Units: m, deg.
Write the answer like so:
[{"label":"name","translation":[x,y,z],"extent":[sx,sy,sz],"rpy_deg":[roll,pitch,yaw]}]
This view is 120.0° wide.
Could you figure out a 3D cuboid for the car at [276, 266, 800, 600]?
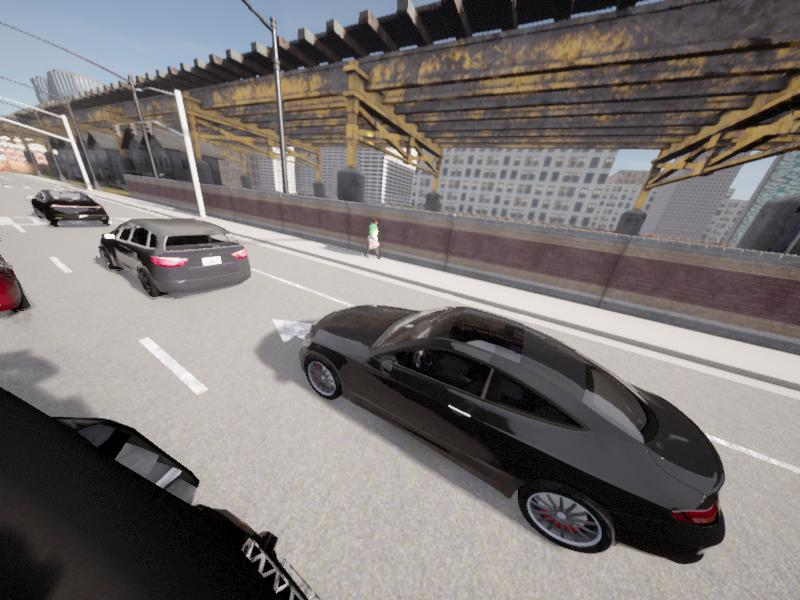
[{"label":"car","translation":[0.739,0.896,3.085],"extent":[4.674,1.442,1.812],"rpy_deg":[18,25,25]}]

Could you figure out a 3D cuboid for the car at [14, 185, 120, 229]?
[{"label":"car","translation":[-17.139,-4.826,11.913],"extent":[4.902,1.511,2.128],"rpy_deg":[18,25,25]}]

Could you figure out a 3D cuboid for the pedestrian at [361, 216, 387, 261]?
[{"label":"pedestrian","translation":[-1.200,-2.794,10.469],"extent":[0.751,1.860,0.751],"rpy_deg":[18,25,26]}]

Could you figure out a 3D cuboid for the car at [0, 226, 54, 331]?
[{"label":"car","translation":[-8.945,-0.662,4.136],"extent":[4.792,1.488,2.163],"rpy_deg":[18,25,25]}]

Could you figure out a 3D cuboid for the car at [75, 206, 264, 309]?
[{"label":"car","translation":[-6.519,-1.522,6.639],"extent":[4.611,1.667,2.242],"rpy_deg":[18,25,25]}]
